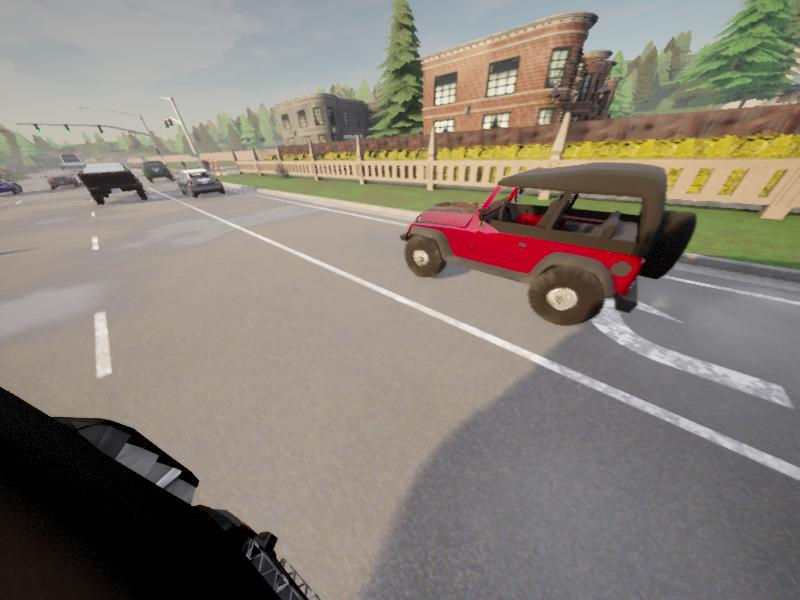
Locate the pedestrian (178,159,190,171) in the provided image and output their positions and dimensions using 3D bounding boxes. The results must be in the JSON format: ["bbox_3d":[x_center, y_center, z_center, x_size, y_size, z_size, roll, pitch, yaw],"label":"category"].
[{"bbox_3d":[-41.298,-25.785,44.158,0.751,1.860,0.751,16,38,26],"label":"pedestrian"}]

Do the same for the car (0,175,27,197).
[{"bbox_3d":[-36.434,-10.392,20.997,4.193,1.474,1.816,24,42,34],"label":"car"}]

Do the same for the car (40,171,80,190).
[{"bbox_3d":[-36.649,-13.035,25.022,4.674,1.442,1.812,24,42,34],"label":"car"}]

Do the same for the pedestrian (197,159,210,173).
[{"bbox_3d":[-30.801,-21.057,36.252,0.751,1.860,0.751,-29,42,-34],"label":"pedestrian"}]

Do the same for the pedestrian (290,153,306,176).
[{"bbox_3d":[-10.180,-13.492,23.042,0.751,1.860,0.751,24,42,34],"label":"pedestrian"}]

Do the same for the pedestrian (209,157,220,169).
[{"bbox_3d":[-34.868,-25.779,43.395,0.751,1.860,0.751,25,42,35],"label":"pedestrian"}]

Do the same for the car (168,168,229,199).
[{"bbox_3d":[-13.698,-7.979,15.665,3.806,1.475,1.970,24,42,34],"label":"car"}]

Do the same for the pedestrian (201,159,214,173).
[{"bbox_3d":[-29.877,-20.852,35.875,0.751,1.860,0.751,25,43,35],"label":"pedestrian"}]

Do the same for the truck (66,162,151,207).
[{"bbox_3d":[-19.106,-7.918,15.413,6.274,2.098,2.390,27,44,37],"label":"truck"}]

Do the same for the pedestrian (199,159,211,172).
[{"bbox_3d":[-31.455,-21.670,37.225,0.751,1.860,0.751,27,44,37],"label":"pedestrian"}]

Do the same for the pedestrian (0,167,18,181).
[{"bbox_3d":[-64.484,-20.751,38.026,0.751,1.860,0.751,26,43,36],"label":"pedestrian"}]

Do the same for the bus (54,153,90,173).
[{"bbox_3d":[-89.108,-37.366,63.043,10.273,4.253,3.944,24,42,34],"label":"bus"}]

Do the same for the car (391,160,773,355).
[{"bbox_3d":[1.967,-1.199,3.906,3.866,1.878,1.905,24,42,34],"label":"car"}]

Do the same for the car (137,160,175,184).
[{"bbox_3d":[-27.861,-14.830,26.528,2.150,2.045,5.566,-28,41,-32],"label":"car"}]

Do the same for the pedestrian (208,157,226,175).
[{"bbox_3d":[-22.701,-16.622,28.691,0.751,1.860,0.751,8,35,16],"label":"pedestrian"}]

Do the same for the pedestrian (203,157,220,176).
[{"bbox_3d":[-22.905,-16.205,28.078,0.751,1.860,0.751,15,38,25],"label":"pedestrian"}]
